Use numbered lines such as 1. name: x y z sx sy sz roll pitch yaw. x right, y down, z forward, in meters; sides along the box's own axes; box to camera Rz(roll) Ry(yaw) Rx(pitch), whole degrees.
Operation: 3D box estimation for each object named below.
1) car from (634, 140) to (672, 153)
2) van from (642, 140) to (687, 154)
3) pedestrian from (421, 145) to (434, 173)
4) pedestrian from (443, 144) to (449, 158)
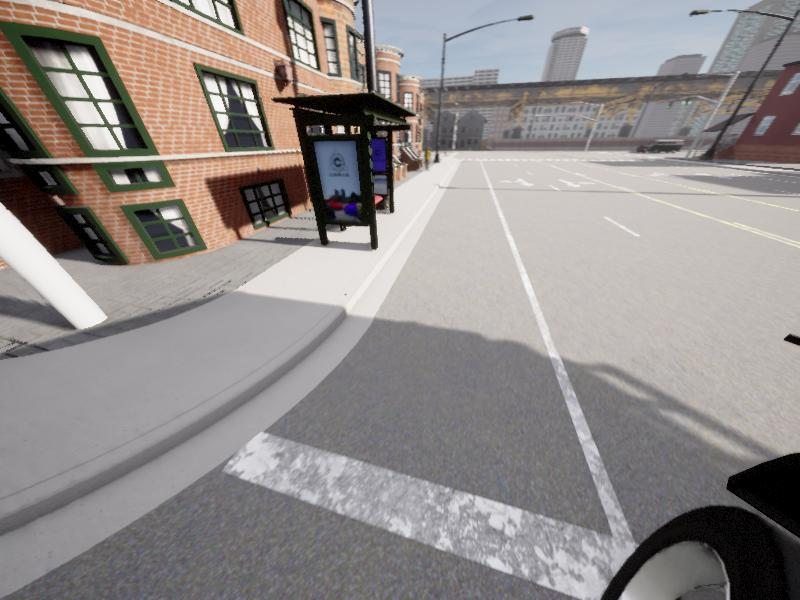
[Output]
1. car: 47.010 -28.565 43.037 3.866 1.878 1.905 8 35 12
2. van: 45.952 -26.701 40.259 4.442 1.987 1.775 8 35 12
3. pedestrian: 2.182 -11.206 18.379 0.751 1.860 0.751 10 36 15
4. pedestrian: 7.413 -23.851 36.965 0.751 1.860 0.751 5 35 9
